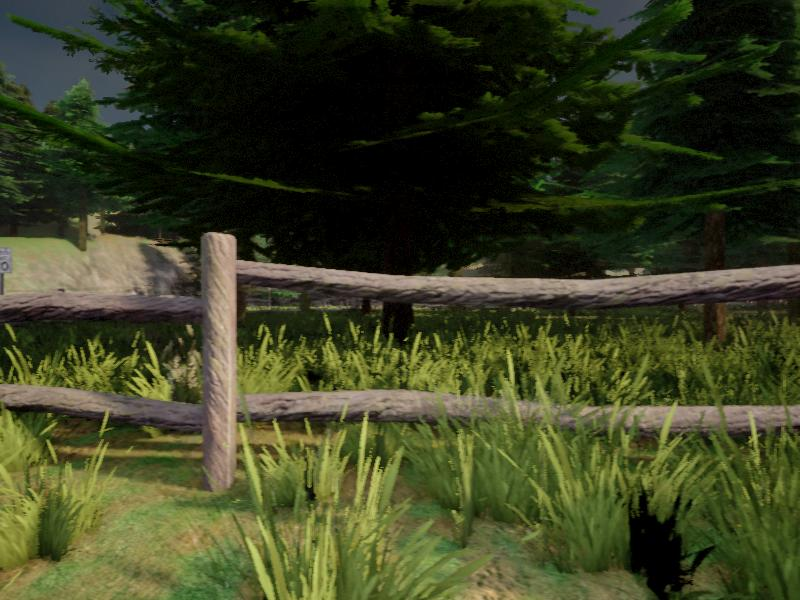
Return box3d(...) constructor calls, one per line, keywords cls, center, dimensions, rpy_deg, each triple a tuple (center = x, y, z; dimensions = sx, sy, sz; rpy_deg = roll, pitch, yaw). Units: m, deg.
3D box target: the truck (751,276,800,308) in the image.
box3d(cls="truck", center=(49.226, -0.964, 49.971), dimensions=(8.468, 3.827, 2.891), rpy_deg=(0, 0, -4))
